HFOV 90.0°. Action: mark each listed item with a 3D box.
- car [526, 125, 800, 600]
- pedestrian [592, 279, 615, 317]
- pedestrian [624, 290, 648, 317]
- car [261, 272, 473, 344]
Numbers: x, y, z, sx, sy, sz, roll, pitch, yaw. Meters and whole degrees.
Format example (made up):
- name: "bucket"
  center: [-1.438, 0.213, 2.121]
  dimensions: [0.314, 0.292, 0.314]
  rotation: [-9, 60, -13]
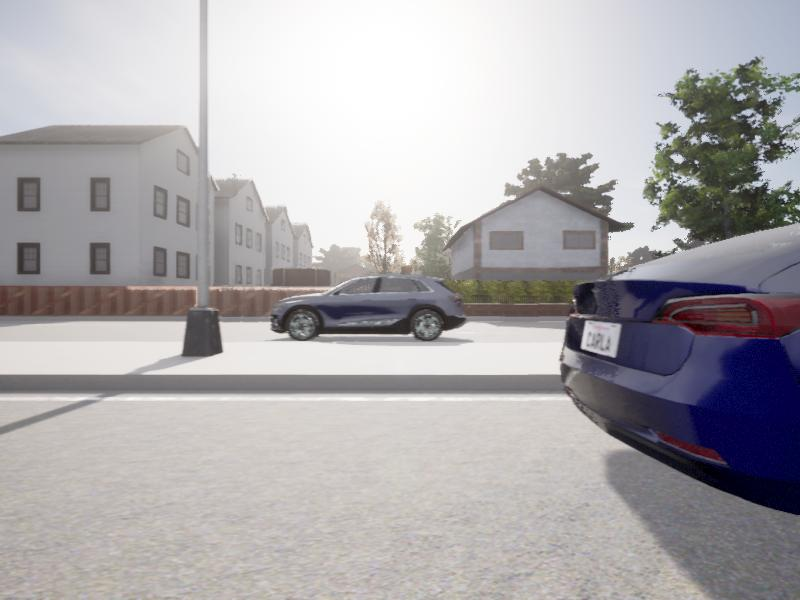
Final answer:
- name: "car"
  center: [3.437, 0.255, 2.206]
  dimensions: [4.792, 1.488, 2.163]
  rotation: [0, 0, 0]
- name: "pedestrian"
  center: [10.017, -0.101, 19.700]
  dimensions: [0.751, 1.860, 0.751]
  rotation: [0, 0, 4]
- name: "pedestrian"
  center: [11.667, 0.181, 19.829]
  dimensions: [0.751, 1.300, 0.751]
  rotation: [0, 0, 0]
- name: "car"
  center: [-0.749, 0.175, 10.193]
  dimensions: [4.856, 1.649, 2.033]
  rotation: [0, 0, 0]
